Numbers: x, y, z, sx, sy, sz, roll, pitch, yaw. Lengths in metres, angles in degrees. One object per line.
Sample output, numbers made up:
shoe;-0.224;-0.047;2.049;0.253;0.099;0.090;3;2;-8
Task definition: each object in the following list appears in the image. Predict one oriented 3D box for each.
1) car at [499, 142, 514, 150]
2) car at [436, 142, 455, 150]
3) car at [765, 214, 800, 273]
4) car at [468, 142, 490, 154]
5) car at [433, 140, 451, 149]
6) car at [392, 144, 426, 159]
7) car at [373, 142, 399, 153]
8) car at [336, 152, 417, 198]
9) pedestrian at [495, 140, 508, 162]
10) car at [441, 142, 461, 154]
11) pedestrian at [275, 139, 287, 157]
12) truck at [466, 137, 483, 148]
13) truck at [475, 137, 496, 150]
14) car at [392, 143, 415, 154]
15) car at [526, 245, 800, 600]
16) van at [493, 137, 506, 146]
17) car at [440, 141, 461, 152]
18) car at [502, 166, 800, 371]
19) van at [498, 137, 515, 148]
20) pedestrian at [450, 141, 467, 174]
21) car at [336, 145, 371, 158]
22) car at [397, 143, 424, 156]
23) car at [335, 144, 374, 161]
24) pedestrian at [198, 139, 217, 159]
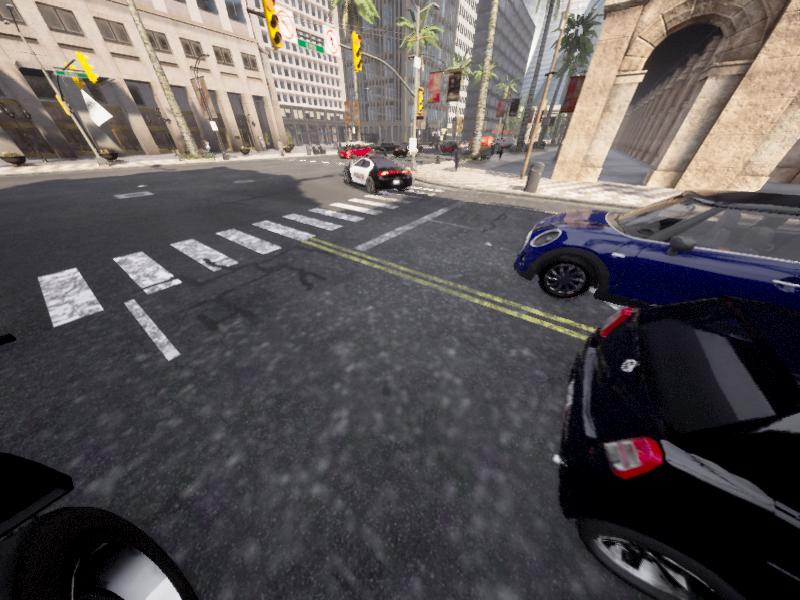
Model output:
car;24.657;-35.741;53.618;1.970;1.475;3.806;22;40;27
car;10.215;-34.386;51.577;2.033;1.411;5.357;22;41;28
car;9.995;-0.812;3.814;3.633;1.501;1.845;23;41;28
car;14.142;-27.145;41.177;1.801;1.575;5.366;22;41;28
car;10.220;-37.683;55.929;2.185;1.767;4.553;22;40;28
car;1.294;-20.195;31.260;2.038;1.542;4.974;22;41;28
car;-2.487;-27.285;41.342;2.163;1.488;4.792;22;40;28
car;-1.441;-6.800;12.226;2.038;1.542;4.974;-19;40;-26
pedestrian;10.620;-15.583;24.190;0.751;1.860;0.751;19;39;25
car;8.927;-26.378;40.082;1.789;1.549;3.705;22;41;28
pedestrian;-15.145;-19.385;29.394;0.751;1.860;0.751;-8;36;-11
truck;20.478;-43.361;63.470;2.627;2.467;5.204;22;40;27
truck;19.278;-35.250;51.952;2.627;2.467;5.204;22;40;27
car;0.663;-26.625;40.522;1.994;1.385;4.181;22;41;28
car;2.892;1.178;0.935;3.633;1.501;1.845;22;41;28
van;34.594;-55.170;80.241;1.988;2.561;5.915;22;40;27
car;10.206;-30.983;46.544;1.930;1.638;5.238;22;40;28
car;4.391;-0.761;3.468;4.553;1.767;2.097;22;41;28
van;29.844;-44.038;64.530;2.351;2.431;6.366;22;40;27
pedestrian;4.060;-9.992;16.205;0.751;1.860;0.751;15;38;20
car;-6.398;-20.785;32.244;1.895;1.301;4.718;23;41;28
car;1.687;-23.999;36.692;1.837;1.490;4.892;22;41;28
car;-5.454;-18.207;28.391;2.007;1.525;4.514;22;41;28
pedestrian;-21.721;-17.090;26.086;0.751;1.860;0.751;-5;36;-7
